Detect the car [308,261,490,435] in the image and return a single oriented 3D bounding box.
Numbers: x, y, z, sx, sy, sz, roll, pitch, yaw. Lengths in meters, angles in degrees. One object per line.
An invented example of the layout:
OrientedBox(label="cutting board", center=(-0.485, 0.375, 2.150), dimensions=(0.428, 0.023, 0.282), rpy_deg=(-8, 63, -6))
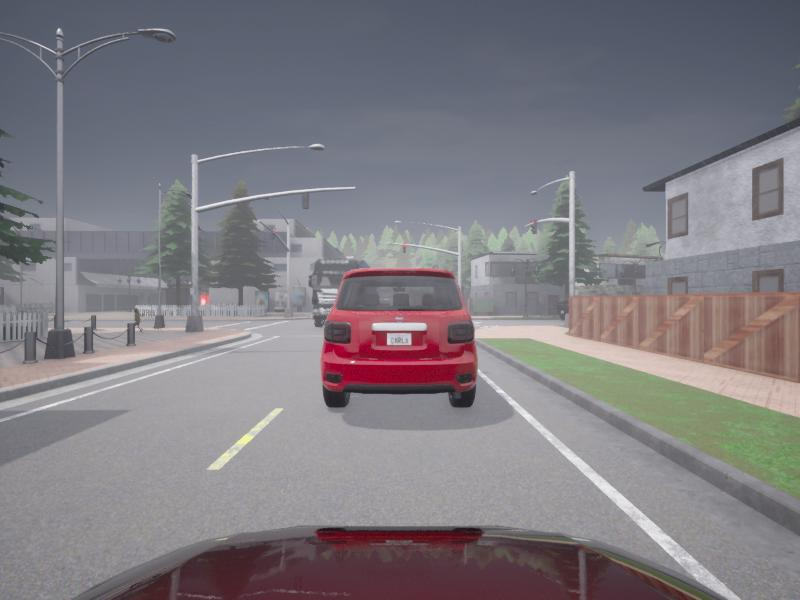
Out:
OrientedBox(label="car", center=(-0.013, 0.568, 7.496), dimensions=(2.150, 2.045, 5.566), rpy_deg=(0, 0, 0))

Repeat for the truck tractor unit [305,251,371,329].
OrientedBox(label="truck tractor unit", center=(-3.552, -0.524, 24.776), dimensions=(3.053, 4.208, 6.516), rpy_deg=(0, 0, 0))

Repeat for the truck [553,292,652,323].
OrientedBox(label="truck", center=(14.789, 0.523, 29.358), dimensions=(6.274, 2.098, 2.390), rpy_deg=(0, 0, -9))

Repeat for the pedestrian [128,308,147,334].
OrientedBox(label="pedestrian", center=(-11.193, 0.875, 17.034), dimensions=(0.500, 1.100, 0.500), rpy_deg=(0, 0, -5))

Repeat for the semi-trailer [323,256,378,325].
OrientedBox(label="semi-trailer", center=(-3.551, -0.619, 32.692), dimensions=(2.717, 4.402, 14.254), rpy_deg=(0, 0, 0))
